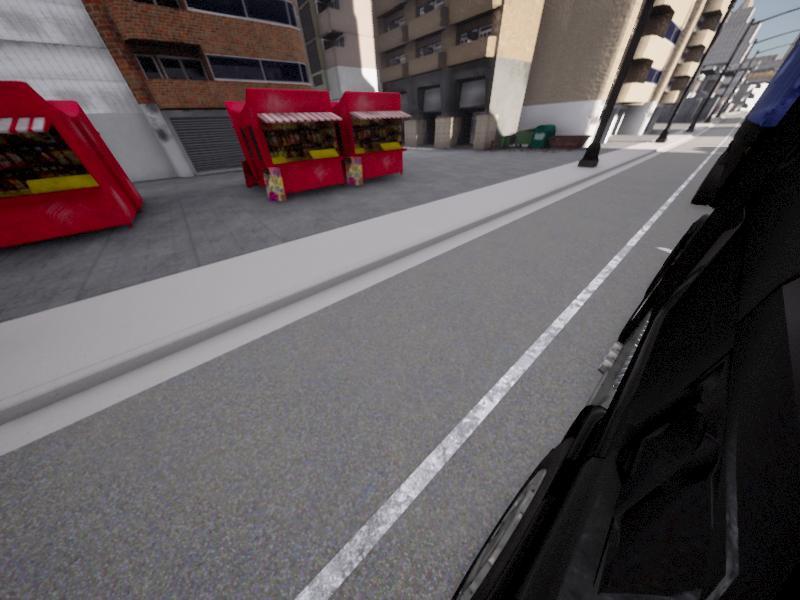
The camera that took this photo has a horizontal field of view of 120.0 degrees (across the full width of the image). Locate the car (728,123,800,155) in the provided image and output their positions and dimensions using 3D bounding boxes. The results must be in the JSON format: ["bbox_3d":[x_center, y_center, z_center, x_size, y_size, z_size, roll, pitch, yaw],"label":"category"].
[{"bbox_3d":[24.919,-11.142,15.878,4.902,1.511,2.128,-28,44,-30],"label":"car"}]

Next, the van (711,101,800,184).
[{"bbox_3d":[16.403,-6.954,9.990,6.366,2.431,2.351,-28,44,-30],"label":"van"}]

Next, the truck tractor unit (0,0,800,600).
[{"bbox_3d":[2.645,-0.295,0.351,6.516,4.208,3.053,-28,44,-30],"label":"truck tractor unit"}]

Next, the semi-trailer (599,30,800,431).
[{"bbox_3d":[8.638,-3.634,4.302,14.254,4.402,2.717,-29,44,-31],"label":"semi-trailer"}]
